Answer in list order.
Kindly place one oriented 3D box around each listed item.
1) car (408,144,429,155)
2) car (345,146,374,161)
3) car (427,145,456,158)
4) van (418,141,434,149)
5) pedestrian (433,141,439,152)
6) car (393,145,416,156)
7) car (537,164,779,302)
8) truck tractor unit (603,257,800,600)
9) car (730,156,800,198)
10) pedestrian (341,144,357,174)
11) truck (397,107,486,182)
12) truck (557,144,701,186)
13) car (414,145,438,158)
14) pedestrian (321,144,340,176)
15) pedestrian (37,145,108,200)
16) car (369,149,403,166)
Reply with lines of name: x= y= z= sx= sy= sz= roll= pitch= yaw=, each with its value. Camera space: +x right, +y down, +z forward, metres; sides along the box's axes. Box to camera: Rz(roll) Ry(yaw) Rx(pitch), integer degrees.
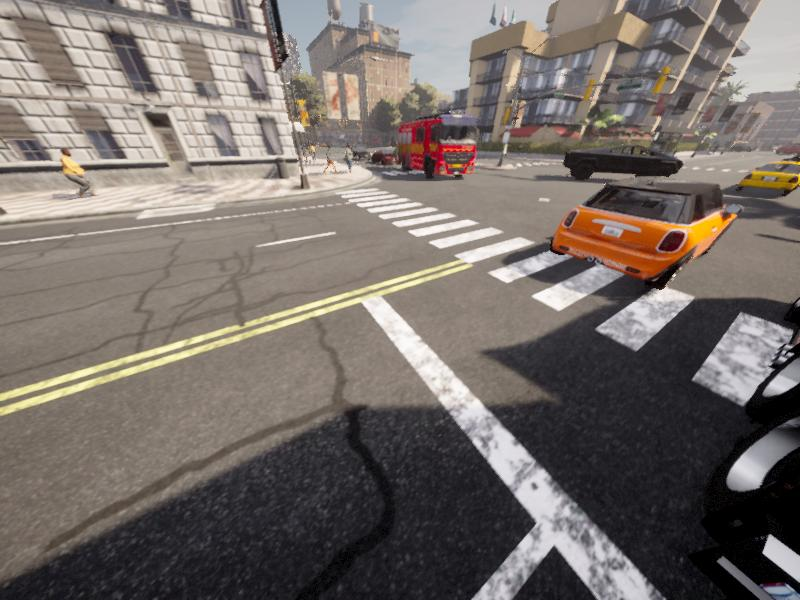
car: x=3.385 y=-27.746 z=42.580 sx=1.851 sy=1.617 sz=3.988 roll=-19 pitch=39 yaw=-26
car: x=-5.485 y=-19.628 z=30.906 sx=1.837 sy=1.490 sz=4.892 roll=-19 pitch=39 yaw=-26
car: x=6.714 y=-24.591 z=38.169 sx=1.837 sy=1.490 sz=4.892 roll=-19 pitch=39 yaw=-26
van: x=7.781 y=-46.352 z=69.023 sx=4.480 sy=2.038 sz=2.069 roll=-19 pitch=39 yaw=-26
pedestrian: x=7.484 y=-31.992 z=48.200 sx=0.751 sy=1.860 sz=0.751 roll=-19 pitch=39 yaw=-25
car: x=0.744 y=-26.352 z=40.618 sx=2.007 sy=1.525 sz=4.514 roll=-19 pitch=39 yaw=-26
car: x=5.712 y=-1.890 z=5.220 sx=4.553 sy=1.767 sz=2.097 roll=-20 pitch=39 yaw=-26
truck tractor unit: x=5.103 y=-0.306 z=0.802 sx=6.516 sy=4.208 sz=3.053 roll=-19 pitch=39 yaw=-25
car: x=20.899 y=-6.900 z=12.769 sx=5.366 sy=1.575 sz=1.801 roll=-19 pitch=39 yaw=-25
pedestrian: x=-3.691 y=-10.229 z=16.765 sx=0.751 sy=1.860 sz=0.751 roll=3 pitch=35 yaw=4
truck: x=2.449 y=-11.925 z=17.858 sx=2.891 sy=3.827 sz=8.468 roll=-10 pitch=36 yaw=-15
truck: x=14.758 y=-9.296 z=15.700 sx=6.274 sy=2.098 sz=2.390 roll=15 pitch=37 yaw=19
car: x=3.987 y=-23.345 z=36.298 sx=1.789 sy=1.549 sz=3.705 roll=-19 pitch=39 yaw=-26
pedestrian: x=-4.823 y=-9.792 z=16.126 sx=0.751 sy=1.860 sz=0.751 roll=-23 pitch=41 yaw=-30
pedestrian: x=-13.123 y=-5.148 z=9.359 sx=0.751 sy=1.860 sz=0.751 roll=-22 pitch=41 yaw=-29
car: x=-1.618 y=-15.962 z=25.778 sx=1.994 sy=1.385 sz=4.181 roll=-18 pitch=39 yaw=-24
